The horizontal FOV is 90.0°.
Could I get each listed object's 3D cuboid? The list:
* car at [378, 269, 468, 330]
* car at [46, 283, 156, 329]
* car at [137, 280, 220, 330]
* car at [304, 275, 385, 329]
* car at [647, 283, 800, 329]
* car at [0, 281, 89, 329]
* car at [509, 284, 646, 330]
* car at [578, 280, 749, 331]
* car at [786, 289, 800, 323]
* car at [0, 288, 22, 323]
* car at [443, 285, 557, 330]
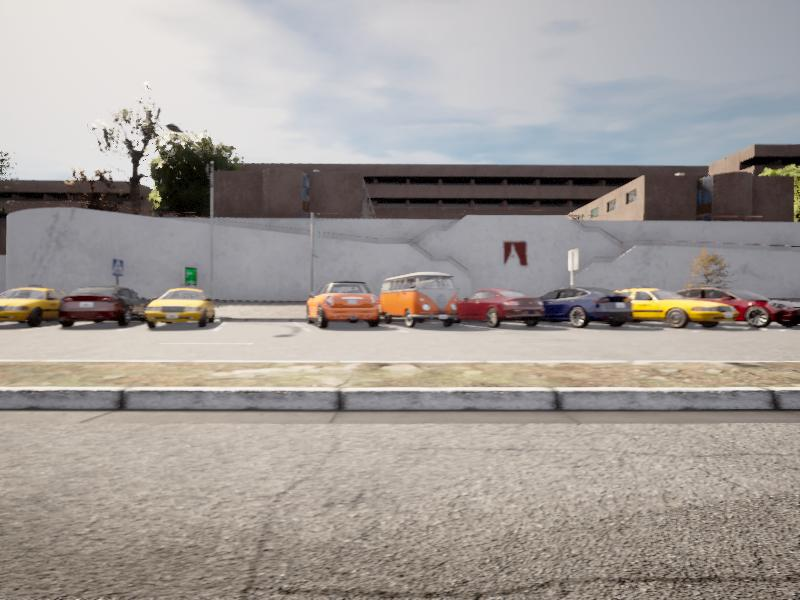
[{"bbox_3d":[0.694,0.011,15.470,1.878,1.987,4.442,1,-1,-20],"label":"car"},{"bbox_3d":[-11.305,0.230,15.610,2.163,1.488,4.792,0,-1,-20],"label":"car"},{"bbox_3d":[-8.243,0.208,15.408,1.946,1.575,5.366,1,-1,-20],"label":"car"},{"bbox_3d":[-2.333,0.107,15.550,2.185,1.767,4.553,0,-1,-20],"label":"car"},{"bbox_3d":[12.596,0.237,15.540,2.163,1.488,4.792,0,-1,-20],"label":"car"},{"bbox_3d":[-14.209,0.183,15.412,1.946,1.575,5.366,1,-1,-20],"label":"car"},{"bbox_3d":[6.599,0.264,15.598,2.163,1.488,4.792,0,-1,-20],"label":"car"},{"bbox_3d":[9.668,0.216,15.397,1.946,1.575,5.366,0,-1,-20],"label":"car"},{"bbox_3d":[18.553,0.204,15.560,2.002,1.452,4.674,0,-1,-20],"label":"car"},{"bbox_3d":[-17.258,0.220,15.583,2.002,1.452,4.674,0,-1,-20],"label":"car"},{"bbox_3d":[3.627,0.276,15.568,2.002,1.452,4.674,0,-1,-20],"label":"car"}]
